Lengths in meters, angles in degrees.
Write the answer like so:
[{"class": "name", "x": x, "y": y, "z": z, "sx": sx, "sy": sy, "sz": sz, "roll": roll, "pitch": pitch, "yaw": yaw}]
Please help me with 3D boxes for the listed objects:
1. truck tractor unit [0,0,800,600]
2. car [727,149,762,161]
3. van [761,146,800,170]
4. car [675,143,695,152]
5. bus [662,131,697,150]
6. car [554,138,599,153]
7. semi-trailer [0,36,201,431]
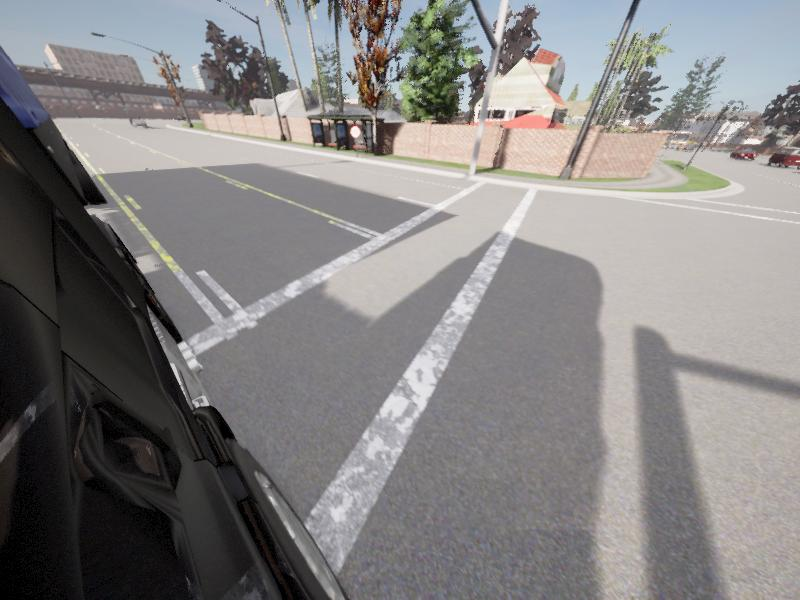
[{"class": "truck tractor unit", "x": -2.645, "y": -0.295, "z": 0.351, "sx": 6.516, "sy": 4.208, "sz": 3.053, "roll": 28, "pitch": 44, "yaw": 30}, {"class": "car", "x": 54.773, "y": -23.173, "z": 36.825, "sx": 1.895, "sy": 1.301, "sz": 4.718, "roll": 27, "pitch": 43, "yaw": 29}, {"class": "van", "x": 44.842, "y": -16.360, "z": 26.541, "sx": 1.775, "sy": 1.987, "sz": 4.442, "roll": 25, "pitch": 42, "yaw": 27}, {"class": "car", "x": 68.881, "y": -36.879, "z": 55.898, "sx": 1.801, "sy": 1.575, "sz": 5.366, "roll": 26, "pitch": 43, "yaw": 29}, {"class": "bus", "x": 80.335, "y": -46.133, "z": 66.758, "sx": 3.944, "sy": 4.253, "sz": 10.273, "roll": 26, "pitch": 43, "yaw": 29}, {"class": "car", "x": 27.015, "y": -23.755, "z": 35.406, "sx": 5.027, "sy": 1.636, "sz": 2.152, "roll": 26, "pitch": 43, "yaw": 29}, {"class": "semi-trailer", "x": -8.662, "y": -3.629, "z": 4.263, "sx": 14.254, "sy": 4.402, "sz": 2.717, "roll": 29, "pitch": 44, "yaw": 30}]
